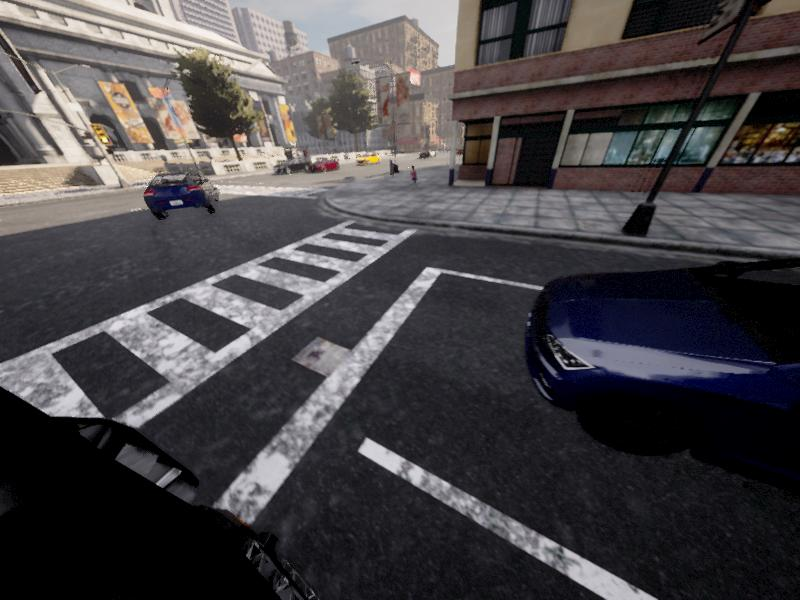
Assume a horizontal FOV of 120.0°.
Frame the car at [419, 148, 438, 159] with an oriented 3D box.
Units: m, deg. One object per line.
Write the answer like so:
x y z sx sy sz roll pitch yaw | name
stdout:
5.544 -28.371 44.741 2.038 1.542 4.974 14 38 24 | car

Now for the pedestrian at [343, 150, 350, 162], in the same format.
-10.291 -27.830 44.549 0.751 1.860 0.751 14 37 24 | pedestrian

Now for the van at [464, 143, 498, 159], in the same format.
12.733 -23.600 36.599 4.442 1.987 1.775 20 40 30 | van

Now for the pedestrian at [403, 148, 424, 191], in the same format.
0.722 -6.922 12.285 0.751 1.860 0.751 -29 42 -34 | pedestrian

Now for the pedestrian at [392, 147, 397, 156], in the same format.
-1.388 -37.794 58.816 0.751 1.860 0.751 20 40 30 | pedestrian

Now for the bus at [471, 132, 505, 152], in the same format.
24.207 -43.451 63.468 3.944 4.253 10.273 25 43 36 | bus

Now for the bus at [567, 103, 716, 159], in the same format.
25.910 -18.741 26.224 10.273 4.253 3.944 14 37 24 | bus

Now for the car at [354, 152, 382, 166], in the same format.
-4.759 -21.487 35.200 1.882 1.535 5.008 12 37 21 | car

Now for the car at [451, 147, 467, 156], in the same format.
12.719 -32.018 49.696 2.163 1.488 4.792 14 37 23 | car

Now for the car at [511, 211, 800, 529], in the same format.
3.301 0.492 1.615 4.193 1.474 1.816 14 37 24 | car

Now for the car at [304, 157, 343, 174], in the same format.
-9.155 -16.304 27.912 1.994 1.385 4.181 14 37 23 | car

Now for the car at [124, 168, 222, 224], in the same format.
-10.372 -5.232 11.148 2.152 1.651 5.027 -20 37 -23 | car

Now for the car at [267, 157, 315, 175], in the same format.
-13.041 -16.268 28.034 2.128 1.511 4.902 14 37 24 | car

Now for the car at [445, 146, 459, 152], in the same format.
16.697 -48.341 73.922 4.674 1.452 2.002 -29 42 -33 | car

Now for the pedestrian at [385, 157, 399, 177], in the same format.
-0.627 -10.527 18.310 0.751 1.300 0.751 25 42 35 | pedestrian
